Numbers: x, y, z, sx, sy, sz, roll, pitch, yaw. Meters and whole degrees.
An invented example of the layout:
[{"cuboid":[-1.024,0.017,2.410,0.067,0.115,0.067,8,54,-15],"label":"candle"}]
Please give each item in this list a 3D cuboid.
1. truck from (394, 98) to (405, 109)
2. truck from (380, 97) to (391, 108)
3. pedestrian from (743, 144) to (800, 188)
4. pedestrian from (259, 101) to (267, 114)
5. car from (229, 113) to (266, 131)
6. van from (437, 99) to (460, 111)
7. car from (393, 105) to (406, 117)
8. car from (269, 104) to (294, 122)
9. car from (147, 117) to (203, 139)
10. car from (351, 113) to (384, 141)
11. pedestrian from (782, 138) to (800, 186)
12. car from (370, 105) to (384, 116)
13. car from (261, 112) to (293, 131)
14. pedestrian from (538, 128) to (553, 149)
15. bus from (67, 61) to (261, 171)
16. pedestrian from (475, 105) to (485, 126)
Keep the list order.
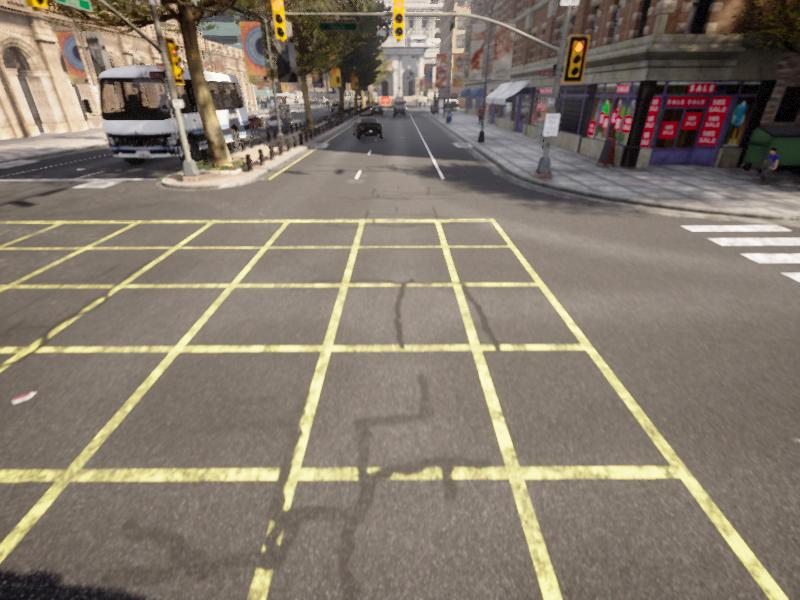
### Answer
[{"cuboid":[-0.115,-47.360,96.384,2.390,2.098,6.274,0,27,0],"label":"truck"},{"cuboid":[-3.619,-50.052,101.225,2.627,2.467,5.204,0,27,0],"label":"truck"},{"cuboid":[12.606,-4.571,13.609,0.751,1.300,0.751,-6,28,-10],"label":"pedestrian"},{"cuboid":[-22.918,-32.177,66.912,0.751,1.860,0.751,-3,27,-6],"label":"pedestrian"},{"cuboid":[-15.035,-17.700,39.640,1.994,1.385,4.181,0,27,0],"label":"car"},{"cuboid":[9.895,-40.158,82.379,4.480,2.038,2.069,3,27,4],"label":"van"},{"cuboid":[-0.071,-28.672,60.720,1.837,1.490,4.892,0,28,0],"label":"car"},{"cuboid":[-15.063,-23.865,51.051,1.905,1.878,3.866,0,27,0],"label":"car"},{"cuboid":[-18.287,-14.103,32.740,1.895,1.301,4.718,0,27,0],"label":"car"},{"cuboid":[-2.628,-13.675,31.427,1.930,1.638,5.238,-5,27,-10],"label":"car"},{"cuboid":[14.170,-4.938,13.697,0.751,1.860,0.751,-2,27,-3],"label":"pedestrian"},{"cuboid":[-3.573,-30.042,63.426,1.970,1.475,3.806,0,27,0],"label":"car"},{"cuboid":[-11.676,-17.080,38.237,1.845,1.501,3.633,-1,27,-1],"label":"car"},{"cuboid":[8.363,-9.274,22.998,0.500,1.100,0.500,-1,27,-2],"label":"pedestrian"},{"cuboid":[-11.409,-10.064,21.620,3.944,4.253,10.273,0,27,0],"label":"bus"},{"cuboid":[8.024,-18.552,40.204,0.751,1.860,0.751,0,27,1],"label":"pedestrian"}]
